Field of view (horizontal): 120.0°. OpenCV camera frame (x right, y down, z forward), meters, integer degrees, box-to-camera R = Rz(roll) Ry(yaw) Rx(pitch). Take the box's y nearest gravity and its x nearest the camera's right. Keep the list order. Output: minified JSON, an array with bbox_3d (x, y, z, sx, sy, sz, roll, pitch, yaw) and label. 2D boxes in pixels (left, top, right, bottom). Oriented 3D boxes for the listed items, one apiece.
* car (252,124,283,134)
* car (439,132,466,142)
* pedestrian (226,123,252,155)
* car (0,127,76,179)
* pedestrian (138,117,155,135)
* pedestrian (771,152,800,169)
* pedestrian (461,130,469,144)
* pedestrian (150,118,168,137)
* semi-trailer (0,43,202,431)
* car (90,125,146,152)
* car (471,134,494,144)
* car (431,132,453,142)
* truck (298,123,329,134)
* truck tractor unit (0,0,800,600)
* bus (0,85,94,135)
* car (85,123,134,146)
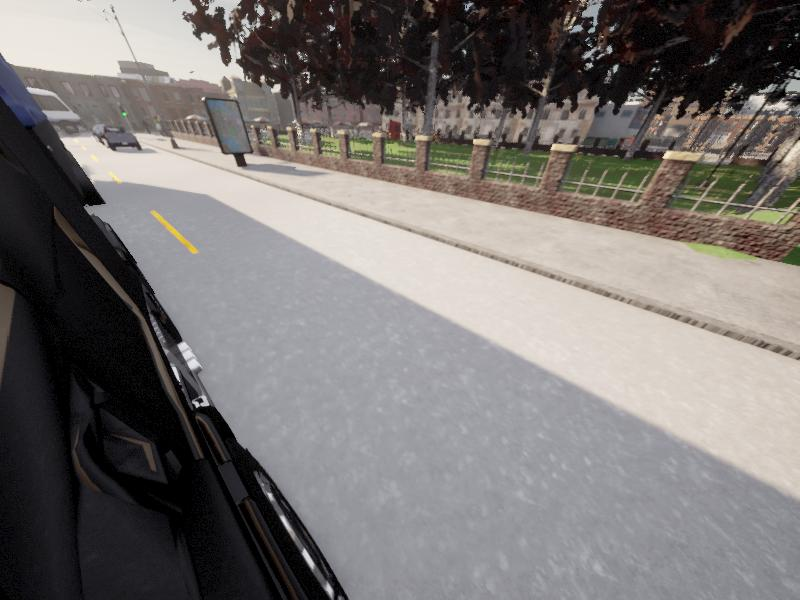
[{"bbox_3d":[-27.446,-35.523,48.069,1.882,1.535,5.008,28,44,30],"label":"car"},{"bbox_3d":[10.769,-33.878,47.970,4.902,1.511,2.128,28,44,30],"label":"car"},{"bbox_3d":[-11.414,-11.448,16.453,0.751,1.860,0.751,28,44,30],"label":"pedestrian"},{"bbox_3d":[-16.851,-6.740,10.393,4.514,1.525,2.007,28,44,30],"label":"car"},{"bbox_3d":[-33.377,-22.837,30.389,0.751,1.860,0.751,32,46,33],"label":"pedestrian"},{"bbox_3d":[36.628,-13.261,21.926,0.751,1.300,0.751,28,44,30],"label":"pedestrian"},{"bbox_3d":[11.014,-27.732,39.309,0.751,1.860,0.751,-28,46,-34],"label":"pedestrian"},{"bbox_3d":[-29.799,-21.304,28.545,0.751,1.860,0.751,28,44,30],"label":"pedestrian"},{"bbox_3d":[-8.695,-3.597,4.247,14.254,4.402,2.717,28,44,30],"label":"semi-trailer"},{"bbox_3d":[-21.463,-12.353,17.601,3.633,1.501,1.845,28,44,30],"label":"car"},{"bbox_3d":[15.898,-31.169,44.628,3.633,1.501,1.845,28,44,30],"label":"car"},{"bbox_3d":[8.229,-32.059,45.444,3.806,1.475,1.970,28,44,30],"label":"car"},{"bbox_3d":[-20.442,-40.581,54.718,2.390,2.098,6.274,28,44,30],"label":"truck"},{"bbox_3d":[-2.645,-0.295,0.351,6.516,4.208,3.053,28,44,30],"label":"truck tractor unit"},{"bbox_3d":[-44.134,-21.443,26.200,3.944,4.253,10.273,28,44,30],"label":"bus"},{"bbox_3d":[-26.234,-14.937,20.849,4.674,1.442,1.812,27,44,29],"label":"car"}]
